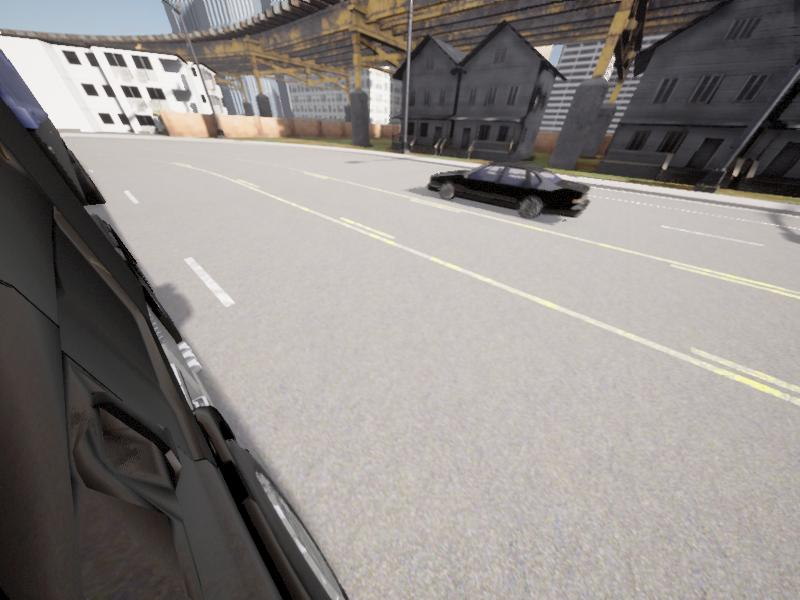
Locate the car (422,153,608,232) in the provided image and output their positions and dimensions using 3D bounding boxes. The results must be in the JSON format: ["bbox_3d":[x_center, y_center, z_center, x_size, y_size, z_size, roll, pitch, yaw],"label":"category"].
[{"bbox_3d":[3.623,-4.064,8.166,5.357,1.411,2.033,29,44,30],"label":"car"}]

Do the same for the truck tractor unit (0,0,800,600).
[{"bbox_3d":[-2.645,-0.295,0.352,6.516,4.208,3.053,28,44,30],"label":"truck tractor unit"}]

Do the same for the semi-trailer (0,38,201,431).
[{"bbox_3d":[-8.670,-3.631,4.246,14.254,4.402,2.717,29,44,30],"label":"semi-trailer"}]
